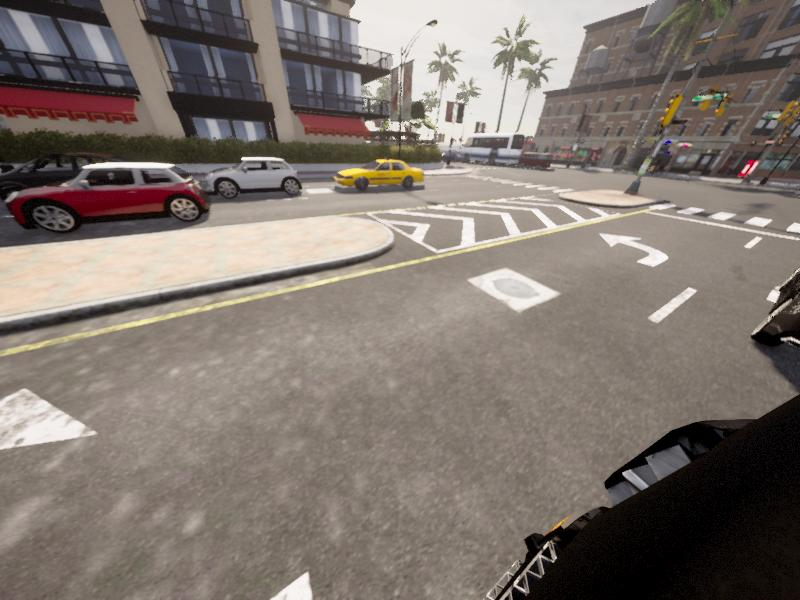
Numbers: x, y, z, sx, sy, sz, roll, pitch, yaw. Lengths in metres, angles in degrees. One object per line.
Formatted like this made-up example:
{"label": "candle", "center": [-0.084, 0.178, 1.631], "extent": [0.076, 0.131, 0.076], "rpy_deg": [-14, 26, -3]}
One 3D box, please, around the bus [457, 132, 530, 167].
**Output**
{"label": "bus", "center": [14.747, -24.766, 37.979], "extent": [3.944, 4.253, 10.273], "rpy_deg": [-16, 38, -26]}

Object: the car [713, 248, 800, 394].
{"label": "car", "center": [6.790, -0.011, 2.940], "extent": [4.902, 1.511, 2.128], "rpy_deg": [-17, 38, -26]}

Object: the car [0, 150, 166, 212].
{"label": "car", "center": [-11.322, -4.299, 8.180], "extent": [3.705, 1.549, 1.789], "rpy_deg": [-17, 38, -26]}

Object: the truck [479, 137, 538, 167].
{"label": "truck", "center": [18.069, -25.319, 39.396], "extent": [2.891, 3.827, 8.468], "rpy_deg": [-16, 38, -26]}

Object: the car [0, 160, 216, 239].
{"label": "car", "center": [-7.883, -3.036, 6.577], "extent": [3.806, 1.475, 1.970], "rpy_deg": [-17, 38, -26]}

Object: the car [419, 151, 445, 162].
{"label": "car", "center": [5.531, -25.086, 40.334], "extent": [2.007, 1.525, 4.514], "rpy_deg": [-16, 38, -26]}

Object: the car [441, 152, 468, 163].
{"label": "car", "center": [9.423, -25.080, 40.641], "extent": [1.812, 1.442, 4.674], "rpy_deg": [-16, 38, -26]}

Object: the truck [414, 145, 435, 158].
{"label": "truck", "center": [5.945, -36.759, 56.963], "extent": [2.627, 2.467, 5.204], "rpy_deg": [-16, 38, -26]}

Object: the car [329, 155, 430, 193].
{"label": "car", "center": [-1.058, -7.375, 13.396], "extent": [5.366, 1.575, 1.801], "rpy_deg": [-17, 38, -26]}

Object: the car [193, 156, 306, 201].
{"label": "car", "center": [-6.644, -5.663, 10.582], "extent": [3.806, 1.475, 1.970], "rpy_deg": [-16, 38, -26]}

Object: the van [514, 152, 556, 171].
{"label": "van", "center": [18.986, -19.713, 32.727], "extent": [1.775, 1.987, 4.442], "rpy_deg": [-16, 38, -26]}
